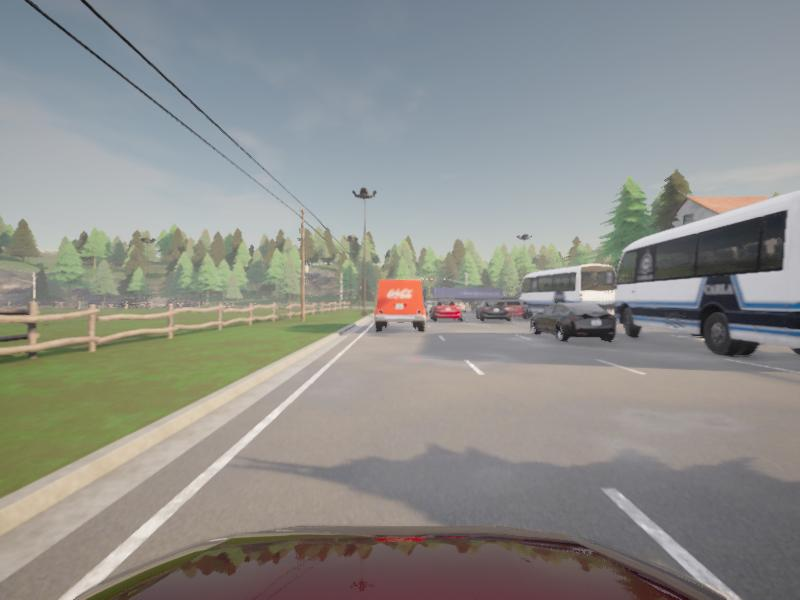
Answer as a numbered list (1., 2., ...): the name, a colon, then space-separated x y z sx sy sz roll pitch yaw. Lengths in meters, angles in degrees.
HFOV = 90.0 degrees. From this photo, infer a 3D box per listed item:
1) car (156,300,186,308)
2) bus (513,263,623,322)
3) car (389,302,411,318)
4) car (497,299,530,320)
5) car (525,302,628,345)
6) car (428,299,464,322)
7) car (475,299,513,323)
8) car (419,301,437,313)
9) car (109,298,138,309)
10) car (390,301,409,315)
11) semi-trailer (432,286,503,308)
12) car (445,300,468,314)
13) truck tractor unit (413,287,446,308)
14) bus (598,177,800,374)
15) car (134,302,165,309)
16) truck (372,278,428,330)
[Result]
1. car: -45.661 0.772 79.862 4.611 1.667 2.242 0 0 0
2. bus: 13.615 -0.525 34.018 3.944 4.253 10.273 0 0 -8
3. car: -0.002 0.915 37.397 1.994 1.385 4.181 0 0 0
4. car: 9.752 0.763 34.206 2.242 1.667 4.611 0 0 22
5. car: 6.999 0.855 16.600 2.163 1.488 4.792 0 0 0
6. car: 3.497 0.757 31.123 2.242 1.667 4.611 0 -1 0
7. car: 7.074 0.763 30.586 2.242 1.667 4.611 0 0 6
8. car: 3.497 0.833 50.298 1.882 1.535 5.008 0 0 0
9. car: -50.337 0.660 72.893 3.866 1.878 1.905 0 0 0
10. car: -0.004 0.837 44.344 2.007 1.525 4.514 0 0 0
11. semi-trailer: 13.937 -0.601 82.956 14.254 4.402 2.717 0 0 0
12. car: 6.997 0.791 50.284 2.152 1.651 5.027 0 0 0
13. truck tractor unit: 6.023 -0.506 83.014 6.516 4.208 3.053 0 0 0
14. bus: 10.727 -0.531 13.547 3.944 4.253 10.273 0 0 6
15. car: -47.877 0.959 76.376 4.718 1.301 1.895 0 0 0
16. truck: 0.001 0.324 21.681 2.627 2.467 5.204 0 -3 0
